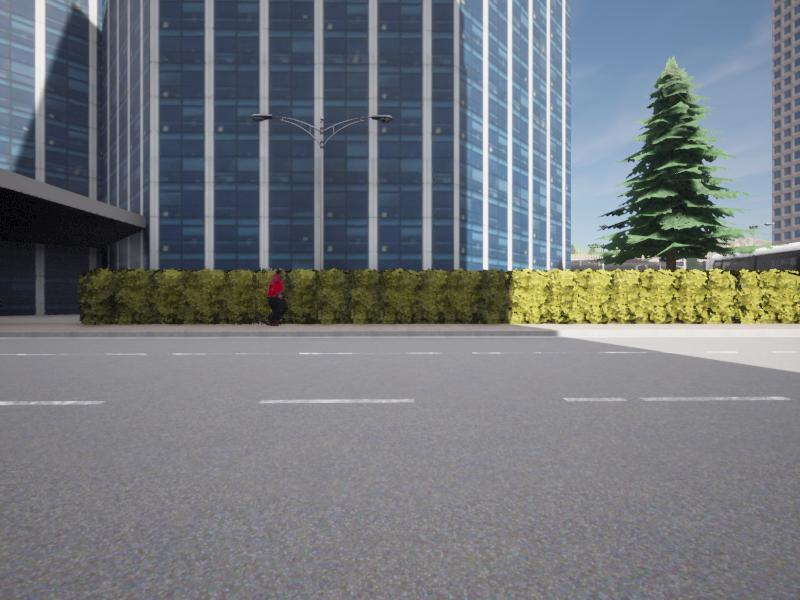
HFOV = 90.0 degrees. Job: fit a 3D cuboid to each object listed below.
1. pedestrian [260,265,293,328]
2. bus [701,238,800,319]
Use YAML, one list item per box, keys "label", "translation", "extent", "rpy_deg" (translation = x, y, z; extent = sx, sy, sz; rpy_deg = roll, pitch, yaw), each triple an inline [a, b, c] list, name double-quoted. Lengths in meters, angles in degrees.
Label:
- label: "pedestrian"
  translation: [-3.766, -0.115, 12.210]
  extent: [0.751, 1.860, 0.751]
  rpy_deg: [0, 0, 2]
- label: "bus"
  translation: [23.015, -1.132, 22.737]
  extent: [3.944, 4.253, 10.273]
  rpy_deg: [0, 0, -1]
